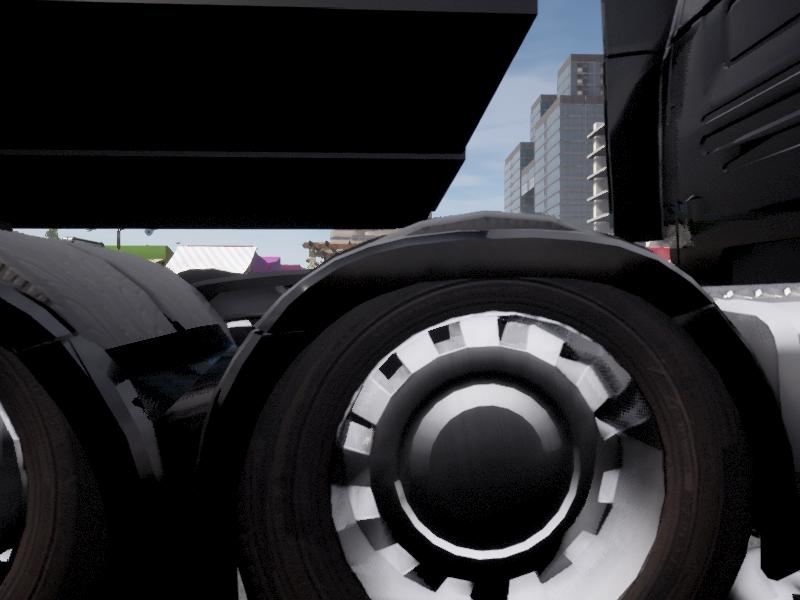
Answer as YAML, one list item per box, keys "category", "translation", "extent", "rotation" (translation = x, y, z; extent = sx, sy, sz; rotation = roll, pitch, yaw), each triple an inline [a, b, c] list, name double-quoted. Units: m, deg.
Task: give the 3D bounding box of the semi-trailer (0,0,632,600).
- category: "semi-trailer"
  translation: [-6.768, -1.218, 1.762]
  extent: [14.254, 4.402, 2.717]
  rotation: [0, 0, -2]

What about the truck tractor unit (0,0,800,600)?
- category: "truck tractor unit"
  translation: [1.136, -1.117, 2.104]
  extent: [6.516, 4.208, 3.053]
  rotation: [0, 0, -3]
